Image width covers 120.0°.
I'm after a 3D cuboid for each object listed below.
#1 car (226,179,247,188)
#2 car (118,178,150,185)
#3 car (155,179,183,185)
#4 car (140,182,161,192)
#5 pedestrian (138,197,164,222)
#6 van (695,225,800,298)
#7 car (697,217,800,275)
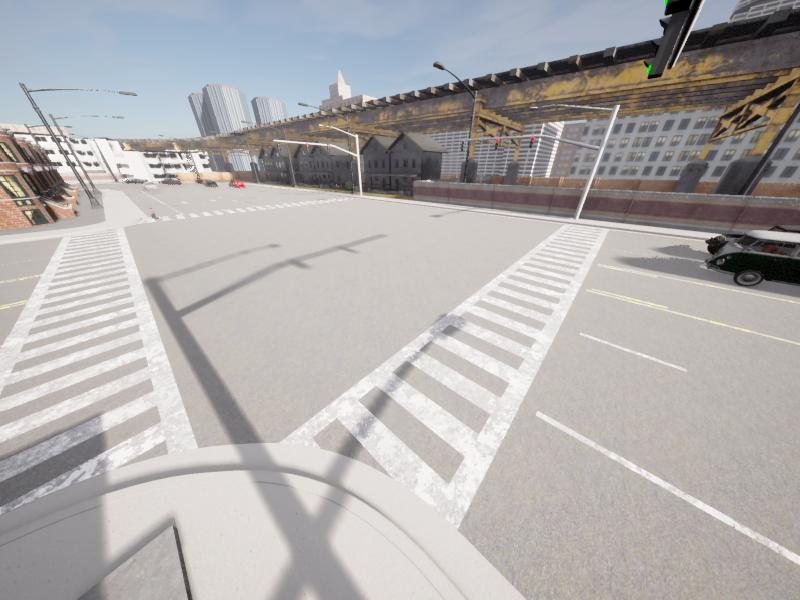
[{"bbox_3d":[-37.585,-26.776,53.009,4.611,1.667,2.242,24,37,35],"label":"car"},{"bbox_3d":[-71.715,-32.051,62.422,5.357,1.411,2.033,-6,30,-10],"label":"car"},{"bbox_3d":[-59.708,-30.528,59.784,5.357,1.411,2.033,5,30,8],"label":"car"},{"bbox_3d":[-49.619,-22.548,45.914,4.674,1.442,1.812,21,36,32],"label":"car"},{"bbox_3d":[-21.566,-7.869,20.023,0.751,1.860,0.751,21,36,31],"label":"pedestrian"},{"bbox_3d":[15.097,-1.334,8.626,4.442,1.987,1.775,24,38,35],"label":"van"},{"bbox_3d":[17.553,-2.545,10.819,3.866,1.878,1.905,24,38,35],"label":"car"}]
